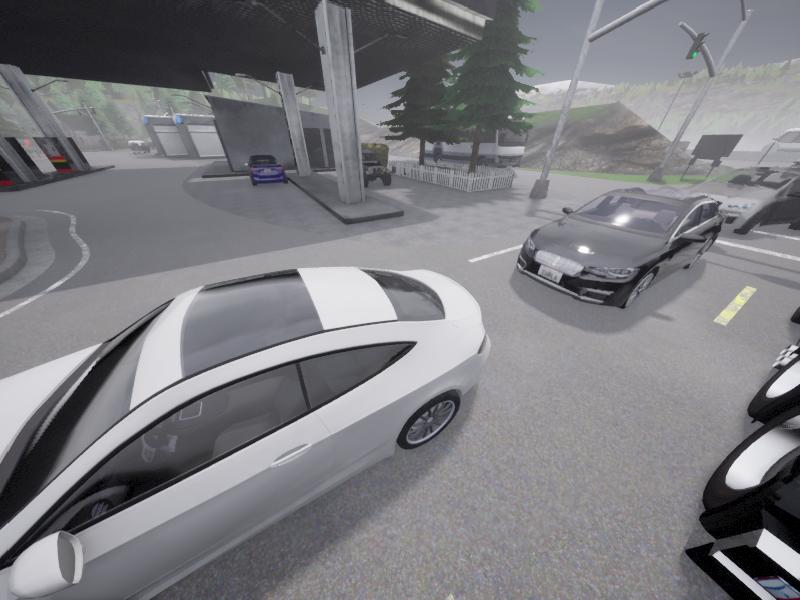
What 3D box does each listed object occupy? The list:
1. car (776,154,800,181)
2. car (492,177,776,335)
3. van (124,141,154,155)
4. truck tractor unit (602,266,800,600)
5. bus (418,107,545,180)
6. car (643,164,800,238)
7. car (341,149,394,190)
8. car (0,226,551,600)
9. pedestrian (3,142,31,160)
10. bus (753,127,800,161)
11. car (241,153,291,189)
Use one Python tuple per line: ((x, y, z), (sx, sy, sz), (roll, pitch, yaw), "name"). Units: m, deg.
((30.433, -9.772, 16.911), (4.974, 1.542, 2.038), (-18, 39, -24), "car")
((4.568, -1.333, 4.622), (4.902, 1.511, 2.128), (-18, 39, -24), "car")
((-47.907, -28.097, 42.529), (2.069, 2.038, 4.480), (-18, 39, -24), "van")
((5.112, -0.300, 0.779), (6.516, 4.208, 3.053), (-18, 39, -24), "truck tractor unit")
((6.233, -13.980, 20.727), (3.944, 4.253, 10.273), (-18, 39, -24), "bus")
((11.300, -3.335, 7.486), (4.611, 1.667, 2.242), (-7, 35, -13), "car")
((-2.172, -8.580, 14.997), (1.905, 1.878, 3.866), (-18, 39, -25), "car")
((-1.279, 0.678, 1.915), (4.674, 1.442, 1.812), (-18, 38, -25), "car")
((-47.065, -18.346, 28.385), (0.751, 1.860, 0.751), (-18, 39, -24), "pedestrian")
((63.310, -23.306, 34.537), (3.944, 4.253, 10.273), (-18, 39, -24), "bus")
((-9.247, -8.986, 15.820), (2.242, 1.667, 4.611), (-18, 39, -25), "car")
